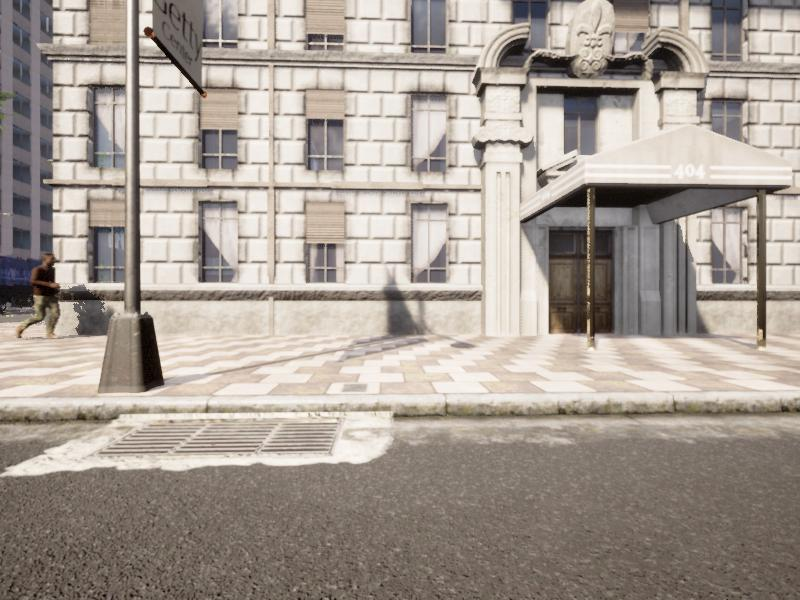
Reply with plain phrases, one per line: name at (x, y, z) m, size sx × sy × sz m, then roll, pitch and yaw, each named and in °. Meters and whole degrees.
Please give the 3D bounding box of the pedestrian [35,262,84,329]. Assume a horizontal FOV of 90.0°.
pedestrian at (-9.730, -0.115, 11.448) m, size 0.751 × 1.860 × 0.751 m, roll 0°, pitch 0°, yaw 3°

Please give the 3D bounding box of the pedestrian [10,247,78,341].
pedestrian at (-7.309, -0.115, 8.249) m, size 0.751 × 1.860 × 0.751 m, roll 0°, pitch 0°, yaw 0°

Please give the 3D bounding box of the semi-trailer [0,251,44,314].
semi-trailer at (-29.151, -1.218, 24.133) m, size 2.717 × 4.402 × 14.254 m, roll 0°, pitch 0°, yaw 0°
